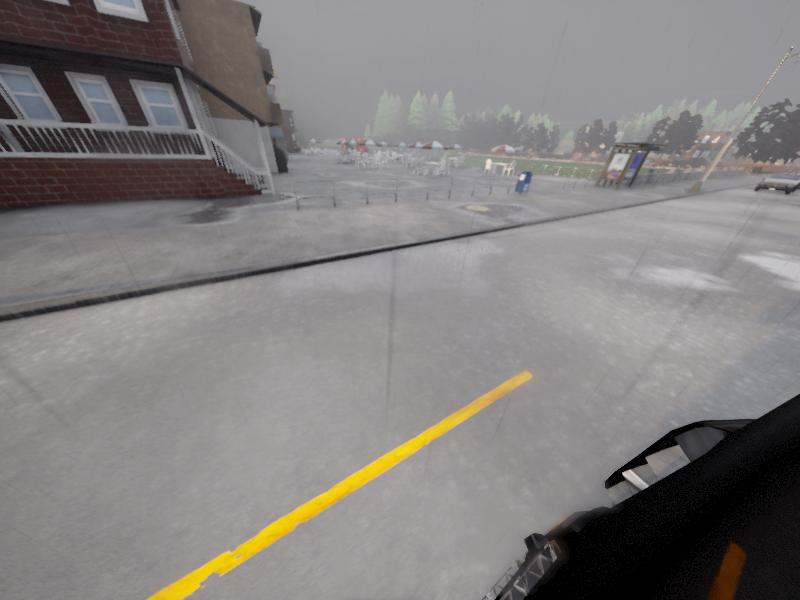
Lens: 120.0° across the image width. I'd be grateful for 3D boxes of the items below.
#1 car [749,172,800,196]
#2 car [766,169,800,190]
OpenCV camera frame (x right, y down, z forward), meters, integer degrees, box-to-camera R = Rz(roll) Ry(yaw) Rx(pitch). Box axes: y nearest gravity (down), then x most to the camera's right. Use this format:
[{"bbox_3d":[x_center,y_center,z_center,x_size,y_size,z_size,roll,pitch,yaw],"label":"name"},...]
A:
[{"bbox_3d":[32.147,-9.873,19.447,5.357,1.411,2.033,-16,38,-26],"label":"car"},{"bbox_3d":[38.914,-11.907,22.806,4.514,1.525,2.007,-16,38,-26],"label":"car"}]
